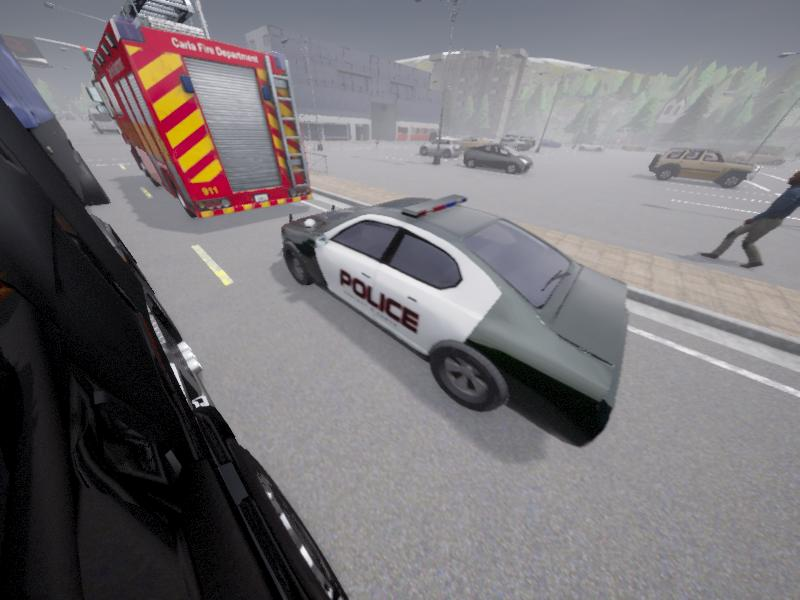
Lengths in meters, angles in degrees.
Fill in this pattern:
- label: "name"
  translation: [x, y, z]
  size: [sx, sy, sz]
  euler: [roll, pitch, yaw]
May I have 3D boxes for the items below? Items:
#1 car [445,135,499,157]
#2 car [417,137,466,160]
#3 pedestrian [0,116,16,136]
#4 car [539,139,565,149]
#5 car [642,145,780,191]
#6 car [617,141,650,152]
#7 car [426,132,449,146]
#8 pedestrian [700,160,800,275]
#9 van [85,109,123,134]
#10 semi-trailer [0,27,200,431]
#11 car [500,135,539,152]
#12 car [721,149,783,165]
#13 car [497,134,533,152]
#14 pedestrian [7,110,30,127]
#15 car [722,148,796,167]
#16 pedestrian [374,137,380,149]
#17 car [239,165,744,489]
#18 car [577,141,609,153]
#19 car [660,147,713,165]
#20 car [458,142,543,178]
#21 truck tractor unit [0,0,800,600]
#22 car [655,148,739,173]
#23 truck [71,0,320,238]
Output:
- label: "car"
  translation: [7.784, -16.948, 25.283]
  size: [5.027, 1.636, 2.152]
  euler: [30, 44, 31]
- label: "car"
  translation: [3.727, -14.022, 21.249]
  size: [3.806, 1.475, 1.970]
  euler: [30, 44, 31]
- label: "pedestrian"
  translation: [-36.985, -16.293, 21.267]
  size: [0.751, 1.860, 0.751]
  euler: [21, 41, 23]
- label: "car"
  translation: [30.514, -31.450, 46.461]
  size: [3.633, 1.501, 1.845]
  euler: [30, 44, 31]
- label: "car"
  translation: [18.587, -8.300, 14.303]
  size: [4.605, 1.855, 1.932]
  euler: [30, 44, 31]
- label: "car"
  translation: [51.317, -33.811, 50.812]
  size: [4.605, 1.855, 1.932]
  euler: [29, 44, 31]
- label: "car"
  translation: [6.735, -28.845, 41.347]
  size: [1.905, 1.878, 3.866]
  euler: [30, 44, 31]
- label: "pedestrian"
  translation: [7.073, -1.539, 4.404]
  size: [0.751, 1.860, 0.751]
  euler: [-23, 44, -30]
- label: "van"
  translation: [-40.196, -24.165, 31.313]
  size: [5.915, 2.561, 1.988]
  euler: [29, 44, 32]
- label: "semi-trailer"
  translation: [-8.626, -3.652, 4.299]
  size: [14.254, 4.402, 2.717]
  euler: [29, 44, 31]
- label: "car"
  translation: [17.986, -23.836, 35.036]
  size: [4.605, 1.855, 1.932]
  euler: [30, 44, 31]
- label: "car"
  translation: [49.843, -20.460, 32.919]
  size: [4.514, 1.523, 2.007]
  euler: [30, 44, 31]
- label: "car"
  translation: [16.349, -22.443, 33.038]
  size: [3.866, 1.878, 1.905]
  euler: [30, 44, 31]
- label: "pedestrian"
  translation: [-53.528, -25.422, 32.436]
  size: [0.751, 1.860, 0.751]
  euler: [31, 45, 32]
- label: "car"
  translation: [47.783, -19.112, 30.974]
  size: [5.027, 1.636, 2.152]
  euler: [30, 44, 31]
- label: "pedestrian"
  translation: [-2.740, -18.991, 27.945]
  size: [0.500, 1.100, 0.500]
  euler: [30, 44, 31]
- label: "car"
  translation: [0.089, -0.645, 3.235]
  size: [4.974, 1.542, 2.038]
  euler: [30, 45, 31]
- label: "car"
  translation: [34.027, -27.034, 40.795]
  size: [3.806, 1.475, 1.970]
  euler: [30, 44, 31]
- label: "car"
  translation: [34.161, -17.338, 27.732]
  size: [3.633, 1.501, 1.845]
  euler: [30, 44, 31]
- label: "car"
  translation: [6.505, -9.429, 15.392]
  size: [4.514, 1.523, 2.007]
  euler: [30, 44, 31]
- label: "truck tractor unit"
  translation: [-2.645, -0.295, 0.351]
  size: [6.516, 4.208, 3.053]
  euler: [28, 44, 30]
- label: "car"
  translation: [27.443, -13.129, 21.648]
  size: [4.514, 1.523, 2.007]
  euler: [30, 44, 31]
- label: "truck"
  translation: [-6.466, -5.351, 7.201]
  size: [8.468, 3.827, 2.891]
  euler: [30, 45, 31]
